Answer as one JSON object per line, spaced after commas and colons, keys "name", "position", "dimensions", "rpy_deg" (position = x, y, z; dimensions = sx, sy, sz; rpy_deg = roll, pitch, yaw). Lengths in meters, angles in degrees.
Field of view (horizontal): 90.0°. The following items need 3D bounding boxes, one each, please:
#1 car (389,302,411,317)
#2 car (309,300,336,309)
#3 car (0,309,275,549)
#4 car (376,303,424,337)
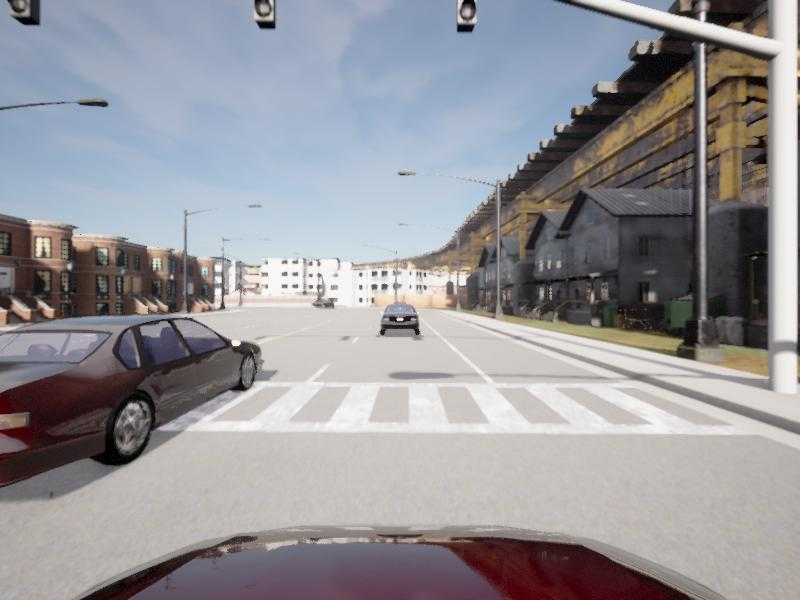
{"name": "car", "position": [0.001, 0.882, 39.548], "dimensions": [2.033, 1.411, 5.357], "rpy_deg": [0, 0, 0]}
{"name": "car", "position": [-13.726, 0.748, 70.602], "dimensions": [5.238, 1.638, 1.930], "rpy_deg": [0, 0, 41]}
{"name": "car", "position": [-3.500, 0.893, 5.250], "dimensions": [2.033, 1.411, 5.357], "rpy_deg": [0, 0, 0]}
{"name": "car", "position": [0.001, 0.888, 19.818], "dimensions": [2.033, 1.411, 5.357], "rpy_deg": [0, 0, 0]}
